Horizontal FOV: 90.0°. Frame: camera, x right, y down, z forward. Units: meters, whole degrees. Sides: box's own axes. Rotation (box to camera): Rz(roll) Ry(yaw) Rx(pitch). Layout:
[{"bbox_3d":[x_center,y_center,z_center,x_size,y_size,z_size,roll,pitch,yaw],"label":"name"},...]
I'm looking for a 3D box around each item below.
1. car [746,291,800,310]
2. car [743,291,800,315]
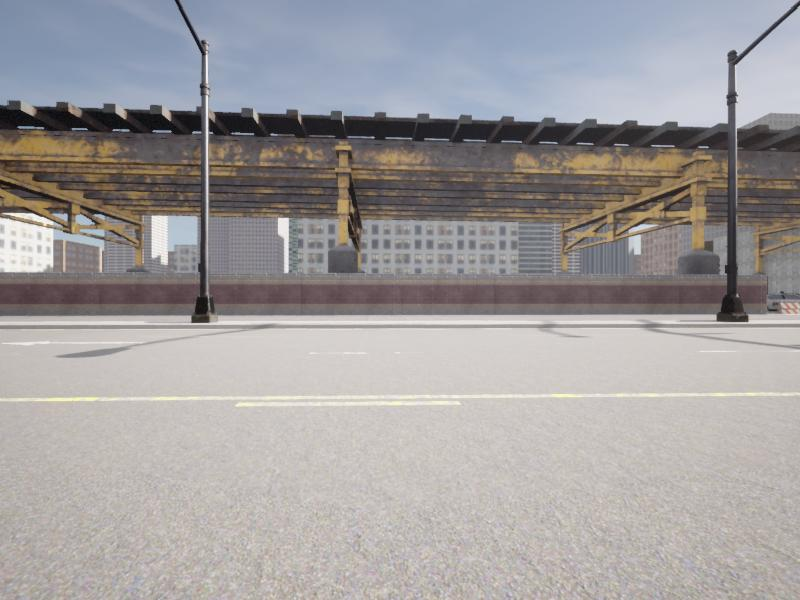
[{"bbox_3d":[26.964,0.038,27.700,4.536,1.218,1.853,0,0,42],"label":"car"},{"bbox_3d":[27.003,0.196,27.666,4.974,1.542,2.038,0,0,42],"label":"car"}]
